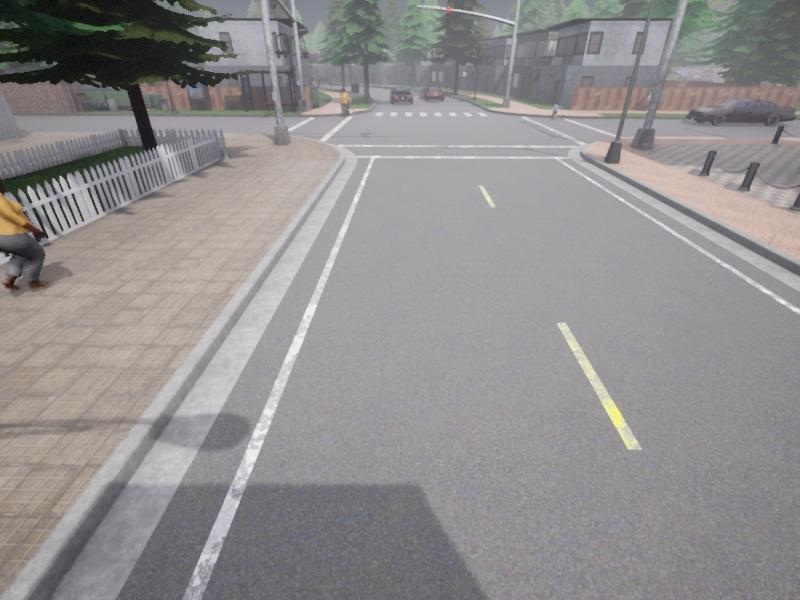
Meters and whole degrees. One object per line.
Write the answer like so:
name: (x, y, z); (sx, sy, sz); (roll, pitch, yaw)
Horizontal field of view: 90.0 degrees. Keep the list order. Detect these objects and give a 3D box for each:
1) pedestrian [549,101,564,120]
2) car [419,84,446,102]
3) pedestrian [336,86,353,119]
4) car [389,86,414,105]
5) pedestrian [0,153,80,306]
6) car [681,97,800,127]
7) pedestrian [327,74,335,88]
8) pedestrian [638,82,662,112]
pedestrian: (10.053, -12.191, 25.728); (0.500, 1.100, 0.500); (-3, 30, -5)
car: (3.236, -21.242, 40.973); (1.994, 1.385, 4.181); (-3, 30, -6)
pedestrian: (-3.642, -13.057, 26.447); (0.751, 1.860, 0.751); (10, 32, 16)
car: (0.085, -19.206, 37.487); (1.994, 1.385, 4.181); (-2, 30, -4)
pedestrian: (-5.381, -0.956, 5.453); (0.751, 1.860, 0.751); (8, 31, 13)
car: (20.208, -11.133, 23.674); (5.357, 1.411, 2.033); (2, 30, 3)
pedestrian: (-11.183, -35.535, 64.916); (0.751, 1.860, 0.751); (-22, 37, -33)
pedestrian: (17.993, -14.635, 28.857); (0.751, 1.860, 0.751); (-1, 30, -2)
